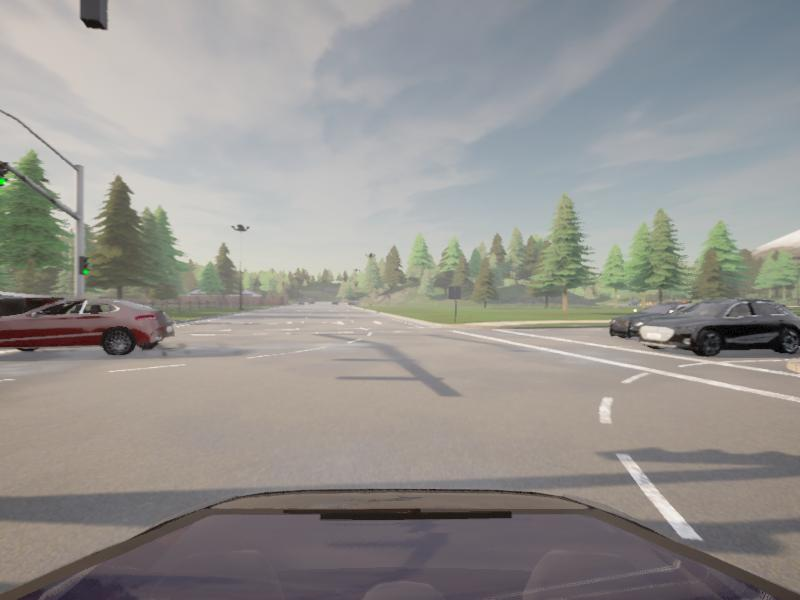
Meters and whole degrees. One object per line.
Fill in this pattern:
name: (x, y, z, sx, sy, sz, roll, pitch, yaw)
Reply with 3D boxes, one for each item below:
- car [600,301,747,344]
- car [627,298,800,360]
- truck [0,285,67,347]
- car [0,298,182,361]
car: (10.904, 0.829, 16.084, 4.974, 1.542, 2.038, 0, 0, -12)
car: (9.801, 0.784, 12.234, 4.856, 1.649, 2.033, 0, 0, -13)
truck: (-16.040, 0.529, 14.043, 6.274, 2.098, 2.390, 0, 0, -12)
car: (-9.551, 0.771, 11.824, 5.027, 1.651, 2.152, 0, 0, -12)
